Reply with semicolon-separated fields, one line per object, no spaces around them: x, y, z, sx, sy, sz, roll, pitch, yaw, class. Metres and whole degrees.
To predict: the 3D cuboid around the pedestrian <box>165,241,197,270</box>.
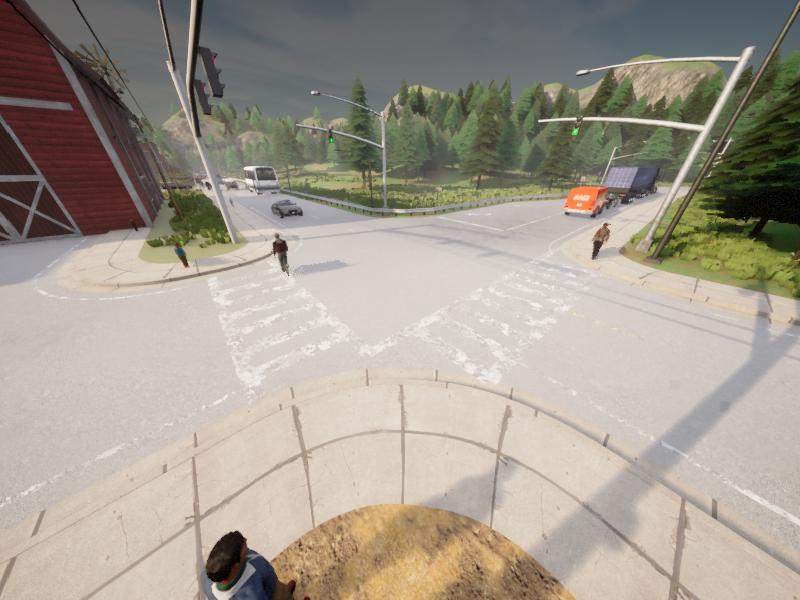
-9.681;-1.971;10.255;0.500;1.100;0.500;9;31;15;pedestrian

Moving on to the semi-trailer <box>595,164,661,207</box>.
31.130;-15.800;31.242;14.254;4.402;2.717;-22;37;-34;semi-trailer

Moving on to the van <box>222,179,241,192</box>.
-33.277;-22.689;45.612;2.069;2.038;4.480;-22;37;-33;van

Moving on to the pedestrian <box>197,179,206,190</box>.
-39.453;-23.013;45.995;0.751;1.860;0.751;-25;38;-36;pedestrian

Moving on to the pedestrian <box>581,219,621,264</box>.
9.463;-2.768;10.913;0.751;1.860;0.751;-25;38;-37;pedestrian

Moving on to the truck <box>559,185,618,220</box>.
18.192;-9.531;22.327;5.204;2.467;2.627;-23;37;-34;truck

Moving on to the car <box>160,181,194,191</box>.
-45.444;-23.247;47.133;4.792;1.488;2.163;-24;37;-35;car

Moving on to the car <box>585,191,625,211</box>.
23.813;-11.551;26.810;4.902;1.511;2.128;-22;37;-33;car

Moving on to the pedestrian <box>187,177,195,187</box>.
-48.152;-27.190;53.229;0.751;1.860;0.751;-12;32;-19;pedestrian

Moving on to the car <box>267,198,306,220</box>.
-11.084;-8.948;22.479;1.994;1.385;4.181;-22;37;-33;car

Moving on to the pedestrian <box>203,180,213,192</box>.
-34.917;-20.685;41.963;0.751;1.860;0.751;-15;33;-24;pedestrian

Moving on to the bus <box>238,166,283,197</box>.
-24.712;-21.108;40.665;3.944;4.253;10.273;-22;37;-33;bus

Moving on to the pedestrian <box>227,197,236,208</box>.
-18.728;-10.860;25.704;0.500;1.100;0.500;-17;34;-26;pedestrian

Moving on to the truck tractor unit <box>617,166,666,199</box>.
37.246;-18.221;35.642;6.516;4.208;3.053;-22;37;-33;truck tractor unit

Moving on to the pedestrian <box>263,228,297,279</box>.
-5.073;-1.981;9.819;0.751;1.860;0.751;-19;35;-29;pedestrian
